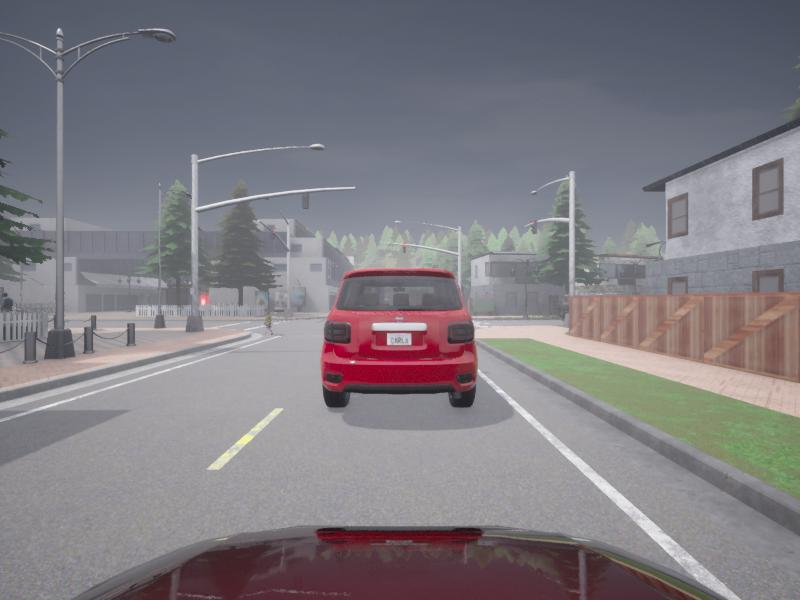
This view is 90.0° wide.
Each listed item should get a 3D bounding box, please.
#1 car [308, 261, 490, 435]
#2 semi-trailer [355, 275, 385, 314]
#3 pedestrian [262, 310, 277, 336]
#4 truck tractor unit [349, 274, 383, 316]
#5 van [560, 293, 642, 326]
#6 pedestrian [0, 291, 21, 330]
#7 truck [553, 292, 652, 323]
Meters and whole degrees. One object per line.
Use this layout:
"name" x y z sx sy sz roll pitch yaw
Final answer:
"car" -0.013 0.568 7.496 2.150 2.045 5.566 0 0 0
"semi-trailer" -3.551 -0.617 51.357 2.717 4.402 14.254 0 0 0
"pedestrian" -5.713 1.017 17.539 0.500 1.100 0.500 0 0 -5
"truck tractor unit" -3.560 -0.521 43.445 3.053 4.208 6.516 0 0 0
"van" 12.760 0.579 25.558 4.442 1.987 1.775 0 0 -5
"pedestrian" -19.235 0.500 19.531 0.751 1.860 0.751 0 0 -1
"truck" 14.789 0.523 29.358 6.274 2.098 2.390 0 0 -9
